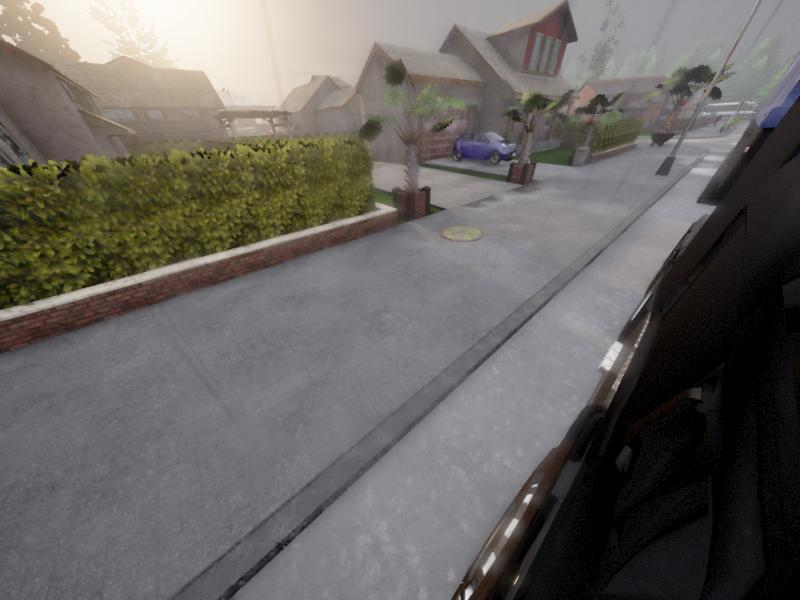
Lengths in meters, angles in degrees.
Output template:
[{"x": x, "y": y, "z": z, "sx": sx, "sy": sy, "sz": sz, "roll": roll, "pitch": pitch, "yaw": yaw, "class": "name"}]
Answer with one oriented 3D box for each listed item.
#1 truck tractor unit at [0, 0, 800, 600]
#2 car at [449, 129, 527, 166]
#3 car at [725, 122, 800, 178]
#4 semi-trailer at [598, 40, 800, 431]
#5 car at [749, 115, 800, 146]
[{"x": 2.645, "y": -0.295, "z": 0.351, "sx": 6.516, "sy": 4.208, "sz": 3.053, "roll": -28, "pitch": 44, "yaw": -30, "class": "truck tractor unit"}, {"x": 4.976, "y": -8.960, "z": 13.506, "sx": 1.845, "sy": 1.501, "sz": 3.633, "roll": -30, "pitch": 45, "yaw": -32, "class": "car"}, {"x": 17.004, "y": -6.908, "z": 10.430, "sx": 5.238, "sy": 1.638, "sz": 1.930, "roll": -28, "pitch": 44, "yaw": -30, "class": "car"}, {"x": 8.692, "y": -3.611, "z": 4.230, "sx": 14.254, "sy": 4.402, "sz": 2.717, "roll": -28, "pitch": 44, "yaw": -30, "class": "semi-trailer"}, {"x": 30.046, "y": -12.662, "z": 17.168, "sx": 2.097, "sy": 1.767, "sz": 4.553, "roll": 9, "pitch": 38, "yaw": 15, "class": "car"}]
